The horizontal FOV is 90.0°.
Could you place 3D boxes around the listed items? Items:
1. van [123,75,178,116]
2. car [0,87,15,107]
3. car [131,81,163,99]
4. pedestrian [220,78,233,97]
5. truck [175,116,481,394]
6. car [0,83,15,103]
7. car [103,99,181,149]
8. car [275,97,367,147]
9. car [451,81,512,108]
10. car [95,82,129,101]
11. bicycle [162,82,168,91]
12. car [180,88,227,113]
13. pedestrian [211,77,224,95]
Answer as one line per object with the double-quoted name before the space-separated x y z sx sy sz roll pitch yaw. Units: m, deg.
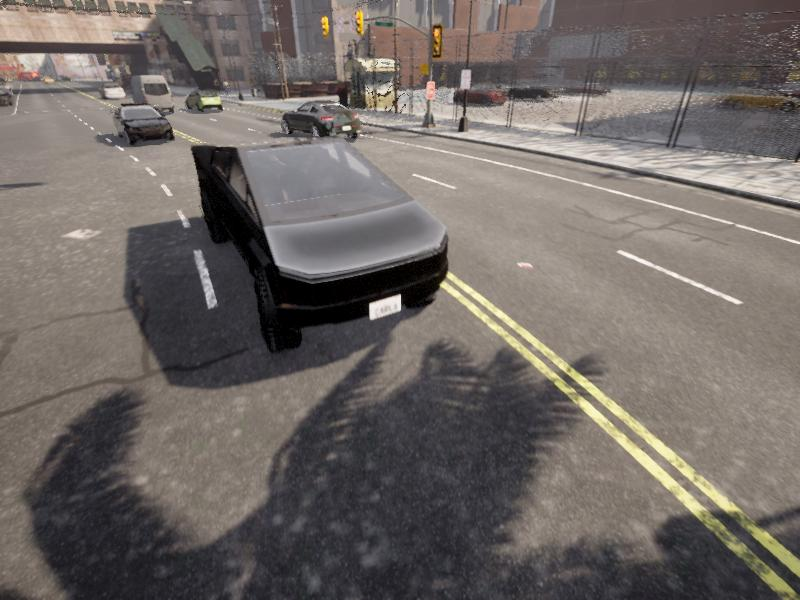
"van" -19.649 -16.162 31.425 1.988 2.561 5.915 -23 37 -33
"car" -38.732 -19.524 38.425 2.097 1.535 5.008 -23 37 -33
"car" -30.182 -25.029 47.626 2.033 1.649 4.856 -23 37 -33
"pedestrian" -19.404 -23.799 44.814 0.751 1.860 0.751 -23 37 -33
"truck" -1.773 -1.553 6.620 2.390 2.098 6.274 -17 34 -27
"car" -42.901 -22.076 42.600 2.185 1.767 4.553 -23 37 -33
"car" -12.518 -8.607 19.289 1.930 1.638 5.238 -23 37 -33
"car" -3.943 -8.858 19.624 2.152 1.651 5.027 -22 37 -32
"car" 6.743 -17.309 33.584 2.185 1.767 4.553 -23 37 -33
"car" -33.315 -24.123 46.188 2.242 1.667 4.611 -23 37 -33
"bicycle" -35.243 -32.021 59.948 0.373 1.024 1.643 -13 31 -39
"car" -16.050 -16.310 32.633 2.007 1.525 4.514 -23 37 -33
"pedestrian" -22.016 -25.762 48.209 0.751 1.860 0.751 25 39 36
